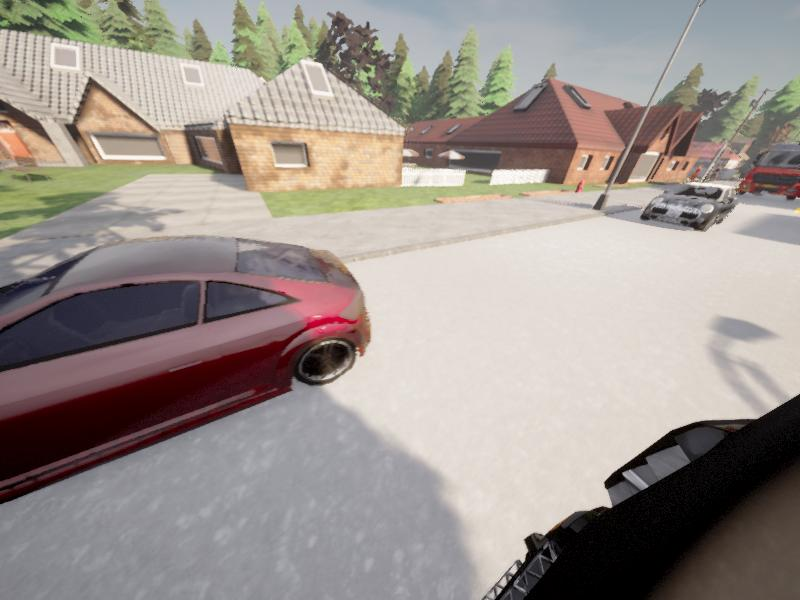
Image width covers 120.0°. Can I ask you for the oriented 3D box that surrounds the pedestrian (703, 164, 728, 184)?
[{"bbox_3d":[35.035,-13.972,25.687,0.751,1.860,0.751,-18,39,-28],"label":"pedestrian"}]

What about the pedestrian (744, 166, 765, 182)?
[{"bbox_3d":[49.819,-17.748,32.469,0.751,1.860,0.751,-22,41,-32],"label":"pedestrian"}]

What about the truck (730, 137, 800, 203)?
[{"bbox_3d":[30.829,-10.250,18.218,8.468,3.827,2.891,-16,38,-26],"label":"truck"}]

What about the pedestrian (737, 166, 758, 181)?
[{"bbox_3d":[49.218,-17.951,32.731,0.751,1.860,0.751,-14,37,-24],"label":"pedestrian"}]

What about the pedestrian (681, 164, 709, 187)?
[{"bbox_3d":[27.622,-11.662,21.658,0.751,1.860,0.751,23,39,28],"label":"pedestrian"}]

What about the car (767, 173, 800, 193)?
[{"bbox_3d":[40.881,-12.159,23.932,4.902,1.511,2.128,-16,38,-26],"label":"car"}]

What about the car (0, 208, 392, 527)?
[{"bbox_3d":[-2.401,0.224,2.201,4.181,1.385,1.994,-16,38,-26],"label":"car"}]

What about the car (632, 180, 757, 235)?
[{"bbox_3d":[11.808,-3.865,9.316,3.806,1.475,1.970,-16,38,-26],"label":"car"}]
